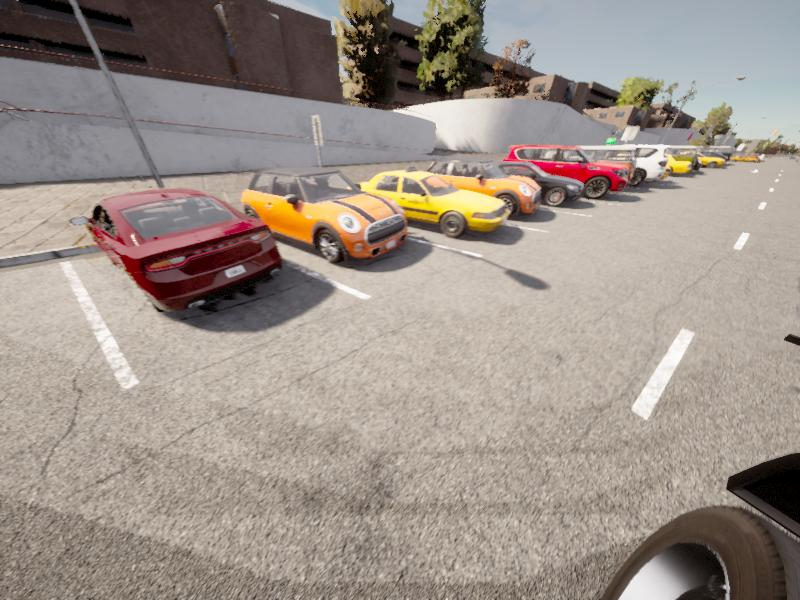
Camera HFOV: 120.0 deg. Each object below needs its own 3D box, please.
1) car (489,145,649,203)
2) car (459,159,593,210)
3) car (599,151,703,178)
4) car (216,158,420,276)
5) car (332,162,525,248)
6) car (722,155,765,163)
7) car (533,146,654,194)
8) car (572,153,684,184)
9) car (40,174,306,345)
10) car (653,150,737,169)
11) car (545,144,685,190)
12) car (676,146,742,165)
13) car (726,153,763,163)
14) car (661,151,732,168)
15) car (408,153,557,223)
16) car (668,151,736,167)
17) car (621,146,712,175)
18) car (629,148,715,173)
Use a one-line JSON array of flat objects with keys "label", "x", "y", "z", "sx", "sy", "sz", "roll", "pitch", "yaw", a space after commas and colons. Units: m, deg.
[{"label": "car", "x": 7.754, "y": -6.408, "z": 11.363, "sx": 5.566, "sy": 2.045, "sz": 2.435, "roll": 21, "pitch": 39, "yaw": 28}, {"label": "car", "x": 5.286, "y": -5.211, "z": 10.130, "sx": 4.674, "sy": 1.452, "sz": 2.002, "roll": 21, "pitch": 40, "yaw": 28}, {"label": "car", "x": 19.767, "y": -11.021, "z": 18.686, "sx": 5.366, "sy": 1.575, "sz": 1.946, "roll": 22, "pitch": 40, "yaw": 28}, {"label": "car", "x": -2.053, "y": -2.435, "z": 5.849, "sx": 4.553, "sy": 1.767, "sz": 2.185, "roll": 21, "pitch": 40, "yaw": 29}, {"label": "car", "x": 0.568, "y": -3.246, "z": 7.214, "sx": 5.366, "sy": 1.575, "sz": 1.946, "roll": 21, "pitch": 40, "yaw": 29}, {"label": "car", "x": 82.400, "y": -33.962, "z": 55.608, "sx": 5.366, "sy": 1.575, "sz": 1.946, "roll": 22, "pitch": 38, "yaw": 28}, {"label": "car", "x": 10.261, "y": -7.317, "z": 12.745, "sx": 4.442, "sy": 1.987, "sz": 1.878, "roll": 21, "pitch": 39, "yaw": 28}, {"label": "car", "x": 15.041, "y": -9.073, "z": 15.762, "sx": 5.008, "sy": 1.535, "sz": 2.097, "roll": 22, "pitch": 39, "yaw": 28}, {"label": "car", "x": -4.461, "y": -1.333, "z": 4.504, "sx": 5.008, "sy": 1.535, "sz": 2.097, "roll": 21, "pitch": 40, "yaw": 29}, {"label": "car", "x": 32.276, "y": -15.625, "z": 25.632, "sx": 5.366, "sy": 1.575, "sz": 1.946, "roll": 22, "pitch": 39, "yaw": 28}, {"label": "car", "x": 12.580, "y": -8.337, "z": 14.209, "sx": 5.566, "sy": 2.045, "sz": 2.435, "roll": 21, "pitch": 40, "yaw": 28}, {"label": "car", "x": 39.542, "y": -18.665, "z": 29.810, "sx": 4.442, "sy": 1.987, "sz": 1.878, "roll": 22, "pitch": 39, "yaw": 28}, {"label": "car", "x": 84.791, "y": -35.058, "z": 56.982, "sx": 4.442, "sy": 1.987, "sz": 1.878, "roll": 22, "pitch": 38, "yaw": 28}, {"label": "car", "x": 34.562, "y": -16.594, "z": 27.168, "sx": 4.674, "sy": 1.452, "sz": 2.002, "roll": 22, "pitch": 39, "yaw": 28}, {"label": "car", "x": 2.825, "y": -4.387, "z": 8.647, "sx": 4.553, "sy": 1.767, "sz": 2.185, "roll": 21, "pitch": 40, "yaw": 29}, {"label": "car", "x": 37.002, "y": -17.533, "z": 28.584, "sx": 4.674, "sy": 1.452, "sz": 2.002, "roll": 22, "pitch": 40, "yaw": 28}, {"label": "car", "x": 22.461, "y": -12.057, "z": 19.848, "sx": 4.442, "sy": 1.987, "sz": 1.878, "roll": 21, "pitch": 39, "yaw": 28}, {"label": "car", "x": 24.779, "y": -12.965, "z": 21.396, "sx": 4.553, "sy": 1.767, "sz": 2.185, "roll": 21, "pitch": 39, "yaw": 28}]
